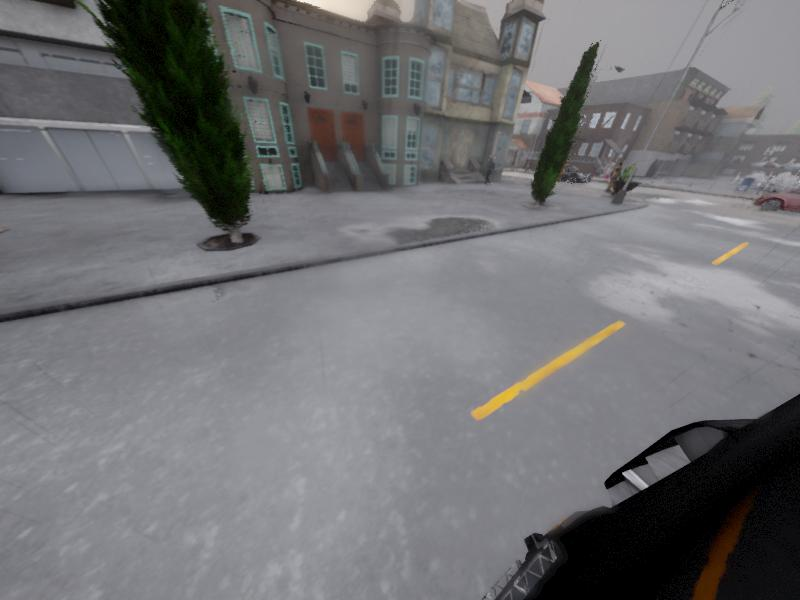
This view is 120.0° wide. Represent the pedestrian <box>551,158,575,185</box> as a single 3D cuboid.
[{"bbox_3d":[13.192,-10.448,18.770,0.751,1.860,0.751,8,34,8],"label":"pedestrian"}]

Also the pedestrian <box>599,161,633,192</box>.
[{"bbox_3d":[15.156,-8.686,16.262,0.751,1.860,0.751,-5,34,-12],"label":"pedestrian"}]

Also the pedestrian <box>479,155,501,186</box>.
[{"bbox_3d":[6.289,-9.062,16.184,0.751,1.860,0.751,-19,39,-29],"label":"pedestrian"}]

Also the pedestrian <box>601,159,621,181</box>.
[{"bbox_3d":[21.637,-13.317,23.725,0.751,1.860,0.751,15,36,18],"label":"pedestrian"}]

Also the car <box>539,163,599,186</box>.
[{"bbox_3d":[15.507,-11.723,21.441,1.970,1.475,3.806,-16,38,-26],"label":"car"}]

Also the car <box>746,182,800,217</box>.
[{"bbox_3d":[22.085,-5.093,12.046,1.994,1.385,4.181,-17,38,-27],"label":"car"}]
